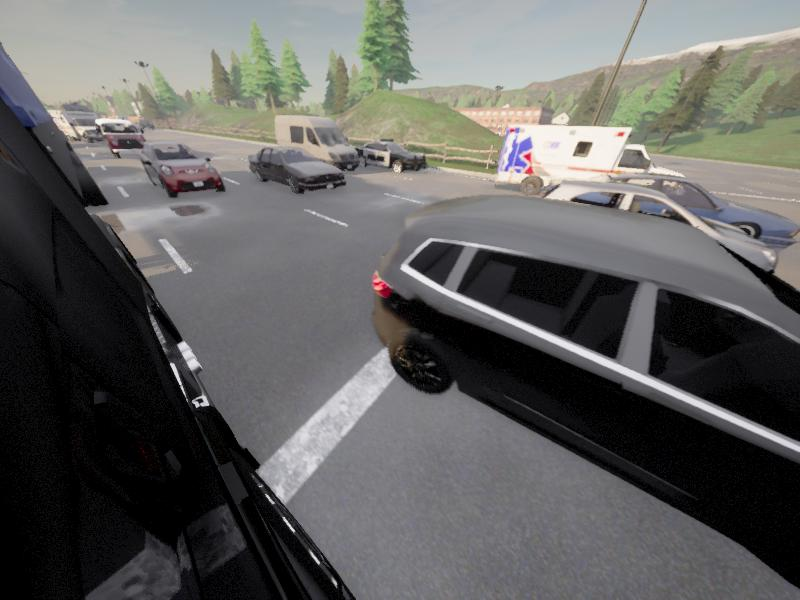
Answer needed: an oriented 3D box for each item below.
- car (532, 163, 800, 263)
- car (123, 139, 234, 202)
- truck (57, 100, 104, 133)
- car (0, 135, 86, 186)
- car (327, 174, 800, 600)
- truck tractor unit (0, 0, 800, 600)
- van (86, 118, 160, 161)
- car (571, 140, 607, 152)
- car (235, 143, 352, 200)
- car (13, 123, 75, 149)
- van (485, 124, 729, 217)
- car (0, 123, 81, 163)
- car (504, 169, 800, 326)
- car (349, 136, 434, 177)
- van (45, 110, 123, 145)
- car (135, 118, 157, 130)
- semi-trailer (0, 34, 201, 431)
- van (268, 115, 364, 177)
[{"bbox_3d":[6.950,-2.740,6.527,5.357,1.411,2.033,18,40,21],"label":"car"},{"bbox_3d":[-8.102,-4.885,8.470,3.633,1.501,1.845,29,44,31],"label":"car"},{"bbox_3d":[-52.652,-30.114,38.078,8.468,3.827,2.891,29,44,31],"label":"truck"},{"bbox_3d":[-15.528,-6.074,9.841,4.181,1.385,1.994,28,44,31],"label":"car"},{"bbox_3d":[1.960,0.247,1.991,4.611,1.667,2.242,23,41,26],"label":"car"},{"bbox_3d":[-2.645,-0.295,0.351,6.516,4.208,3.053,28,44,30],"label":"truck tractor unit"},{"bbox_3d":[-18.319,-10.665,15.270,4.480,2.038,2.069,28,44,31],"label":"van"},{"bbox_3d":[34.635,-28.356,42.507,1.837,1.490,4.892,-5,37,-12],"label":"car"},{"bbox_3d":[-4.644,-5.707,9.883,5.357,1.411,2.033,29,44,31],"label":"car"},{"bbox_3d":[-29.071,-13.533,19.006,4.792,1.488,2.163,29,44,31],"label":"car"},{"bbox_3d":[7.296,-5.537,9.448,6.366,2.431,2.351,23,41,25],"label":"van"},{"bbox_3d":[-21.725,-9.588,13.977,5.027,1.651,2.152,29,44,31],"label":"car"},{"bbox_3d":[4.256,-1.299,4.322,3.633,1.501,1.845,22,41,25],"label":"car"},{"bbox_3d":[-0.670,-9.173,14.568,5.238,1.638,1.930,29,44,31],"label":"car"},{"bbox_3d":[-31.238,-17.100,22.898,6.366,2.431,2.351,20,40,22],"label":"van"},{"bbox_3d":[-60.889,-42.169,55.371,5.566,2.045,2.150,29,44,31],"label":"car"},{"bbox_3d":[-8.658,-3.614,4.295,14.254,4.402,2.717,28,44,30],"label":"semi-trailer"},{"bbox_3d":[-4.912,-9.082,13.460,5.915,2.561,1.988,28,44,31],"label":"van"}]
